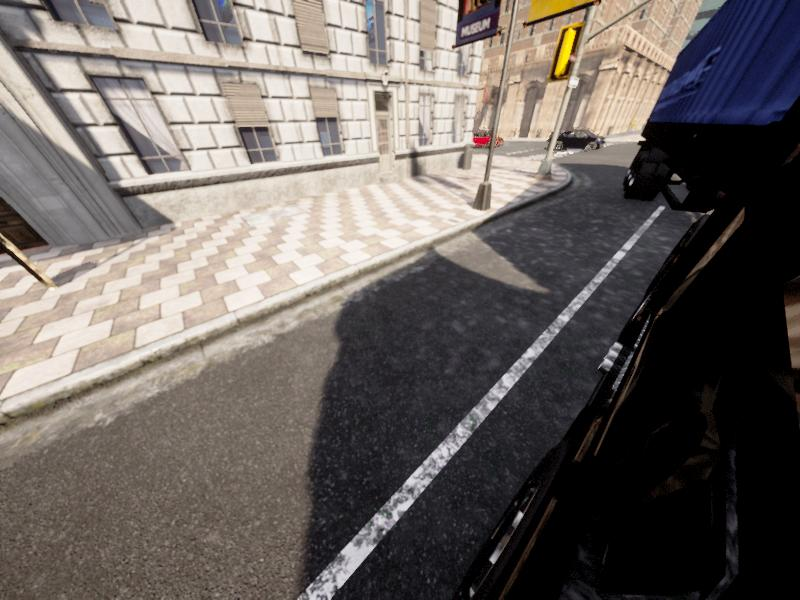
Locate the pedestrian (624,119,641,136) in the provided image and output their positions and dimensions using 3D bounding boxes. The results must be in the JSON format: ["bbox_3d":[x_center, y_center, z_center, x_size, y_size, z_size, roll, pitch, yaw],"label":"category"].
[{"bbox_3d":[31.182,-23.130,31.003,0.751,1.860,0.751,-28,43,-30],"label":"pedestrian"}]

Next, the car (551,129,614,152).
[{"bbox_3d":[15.577,-13.782,19.938,1.845,1.501,3.633,-29,44,-31],"label":"car"}]

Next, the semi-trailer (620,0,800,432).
[{"bbox_3d":[7.693,-4.134,5.026,2.717,4.402,14.254,23,44,30],"label":"semi-trailer"}]

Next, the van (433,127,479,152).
[{"bbox_3d":[5.830,-17.218,24.738,1.775,1.987,4.442,-29,44,-31],"label":"van"}]

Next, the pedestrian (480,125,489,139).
[{"bbox_3d":[13.916,-27.739,38.200,0.751,1.860,0.751,-21,40,-23],"label":"pedestrian"}]

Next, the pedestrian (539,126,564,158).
[{"bbox_3d":[11.110,-11.620,16.977,0.751,1.860,0.751,-25,42,-28],"label":"pedestrian"}]

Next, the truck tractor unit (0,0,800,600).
[{"bbox_3d":[2.645,-0.295,0.351,6.516,4.208,3.053,-28,44,-30],"label":"truck tractor unit"}]

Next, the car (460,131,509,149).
[{"bbox_3d":[9.323,-17.920,25.861,2.007,1.525,4.514,-29,44,-31],"label":"car"}]

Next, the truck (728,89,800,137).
[{"bbox_3d":[41.756,-21.306,26.586,8.468,3.827,2.891,-28,44,-30],"label":"truck"}]

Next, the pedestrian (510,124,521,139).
[{"bbox_3d":[17.495,-25.510,34.998,0.751,1.860,0.751,-24,42,-27],"label":"pedestrian"}]
